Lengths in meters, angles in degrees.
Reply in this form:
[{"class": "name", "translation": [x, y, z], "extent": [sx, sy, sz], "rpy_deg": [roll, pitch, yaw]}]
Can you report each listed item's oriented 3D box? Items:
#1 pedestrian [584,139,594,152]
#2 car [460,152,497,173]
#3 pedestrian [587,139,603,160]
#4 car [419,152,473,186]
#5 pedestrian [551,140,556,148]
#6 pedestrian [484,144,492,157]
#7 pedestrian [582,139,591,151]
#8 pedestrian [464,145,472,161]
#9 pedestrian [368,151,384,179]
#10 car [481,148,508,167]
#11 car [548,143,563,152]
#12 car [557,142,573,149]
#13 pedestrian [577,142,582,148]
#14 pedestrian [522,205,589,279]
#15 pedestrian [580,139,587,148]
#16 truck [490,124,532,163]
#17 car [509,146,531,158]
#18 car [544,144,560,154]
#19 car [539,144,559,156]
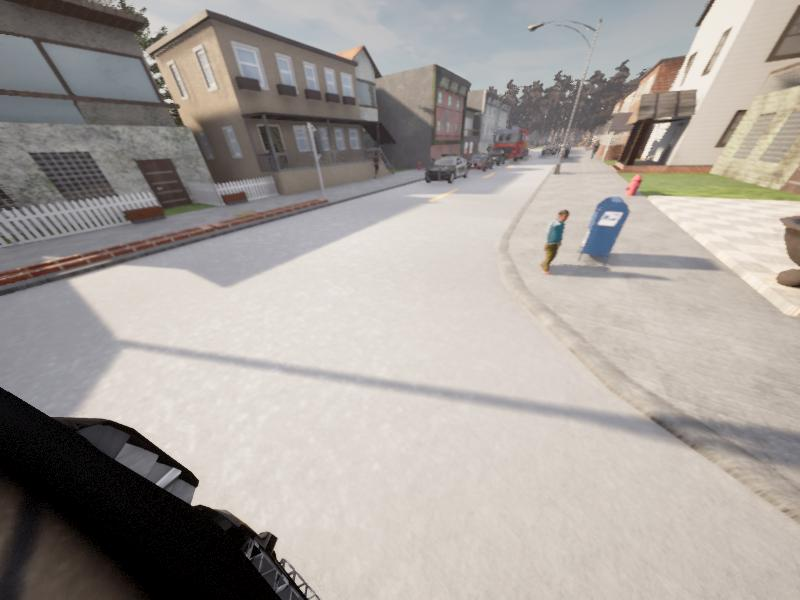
[{"class": "pedestrian", "translation": [32.412, -26.576, 39.721], "extent": [0.751, 1.860, 0.751], "rpy_deg": [17, 39, 28]}, {"class": "car", "translation": [7.451, -12.968, 21.735], "extent": [1.994, 1.385, 4.181], "rpy_deg": [17, 38, 27]}, {"class": "pedestrian", "translation": [21.638, -16.722, 25.659], "extent": [0.751, 1.860, 0.751], "rpy_deg": [18, 39, 28]}, {"class": "car", "translation": [3.390, -9.414, 16.430], "extent": [1.930, 1.638, 5.238], "rpy_deg": [16, 38, 26]}, {"class": "pedestrian", "translation": [44.811, -45.482, 67.319], "extent": [0.751, 1.860, 0.751], "rpy_deg": [19, 39, 29]}, {"class": "pedestrian", "translation": [15.088, -25.616, 39.568], "extent": [0.751, 1.860, 0.751], "rpy_deg": [20, 40, 30]}, {"class": "pedestrian", "translation": [36.079, -30.024, 44.648], "extent": [0.751, 1.860, 0.751], "rpy_deg": [18, 39, 28]}, {"class": "pedestrian", "translation": [9.499, -20.638, 32.476], "extent": [0.751, 1.860, 0.751], "rpy_deg": [12, 36, 21]}, {"class": "pedestrian", "translation": [-1.880, -10.681, 18.304], "extent": [0.751, 1.860, 0.751], "rpy_deg": [14, 37, 24]}, {"class": "car", "translation": [10.621, -15.960, 25.844], "extent": [1.789, 1.549, 3.705], "rpy_deg": [17, 38, 27]}, {"class": "car", "translation": [33.414, -32.766, 49.641], "extent": [2.033, 1.411, 5.357], "rpy_deg": [17, 38, 27]}, {"class": "car", "translation": [42.282, -39.617, 59.268], "extent": [4.674, 1.442, 1.812], "rpy_deg": [-28, 41, -33]}, {"class": "pedestrian", "translation": [43.760, -37.817, 56.309], "extent": [0.751, 1.300, 0.751], "rpy_deg": [16, 38, 25]}, {"class": "pedestrian", "translation": [2.674, -1.021, 4.063], "extent": [0.500, 1.100, 0.500], "rpy_deg": [-14, 35, -16]}, {"class": "pedestrian", "translation": [44.131, -37.757, 55.682], "extent": [0.751, 1.860, 0.751], "rpy_deg": [18, 39, 28]}, {"class": "truck", "translation": [15.072, -21.065, 31.156], "extent": [2.891, 3.827, 8.468], "rpy_deg": [17, 38, 27]}, {"class": "car", "translation": [19.726, -24.340, 37.872], "extent": [2.163, 1.488, 4.792], "rpy_deg": [17, 38, 27]}, {"class": "car", "translation": [28.490, -28.206, 43.152], "extent": [1.994, 1.385, 4.181], "rpy_deg": [17, 38, 27]}, {"class": "car", "translation": [24.474, -24.562, 37.807], "extent": [2.038, 1.542, 4.974], "rpy_deg": [17, 38, 27]}]
